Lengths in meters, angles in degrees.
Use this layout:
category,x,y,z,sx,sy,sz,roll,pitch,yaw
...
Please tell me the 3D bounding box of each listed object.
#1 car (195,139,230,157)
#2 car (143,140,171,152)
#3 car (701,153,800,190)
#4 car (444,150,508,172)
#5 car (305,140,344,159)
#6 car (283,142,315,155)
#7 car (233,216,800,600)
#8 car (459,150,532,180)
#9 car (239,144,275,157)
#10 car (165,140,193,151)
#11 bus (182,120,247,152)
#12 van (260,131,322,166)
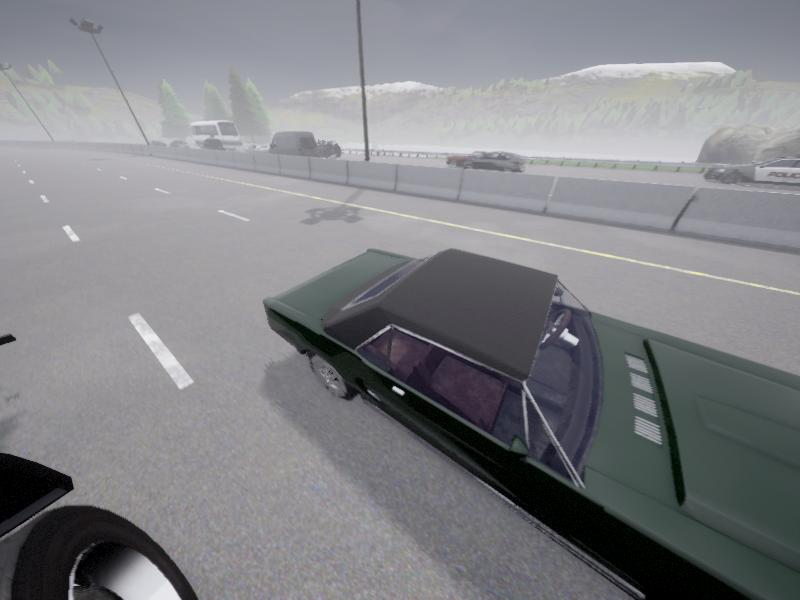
category,x,y,z,sx,sy,sz,roll,pitch,yaw
car,-24.733,-20.113,30.487,3.866,1.878,1.905,22,41,28
car,-41.794,-26.532,39.692,3.705,1.549,1.789,18,39,23
car,21.579,-7.421,13.291,2.038,1.542,4.974,-30,45,-35
car,6.454,-12.023,19.863,4.718,1.301,1.895,22,41,28
car,-9.381,-18.793,28.785,4.605,1.855,1.932,24,42,30
car,-15.676,-23.653,35.905,4.514,1.525,2.007,22,41,28
car,0.928,0.521,2.051,4.718,1.301,1.895,22,41,28
car,6.660,-9.712,16.438,4.193,1.474,1.816,28,44,33
car,-19.159,-20.051,30.971,4.718,1.301,1.895,22,41,28
car,-40.600,-28.479,42.449,3.988,1.617,1.851,18,39,23
bus,-33.029,-29.167,41.174,10.273,4.253,3.944,19,39,25
van,-10.448,-14.529,22.156,5.915,2.561,1.988,22,40,28
